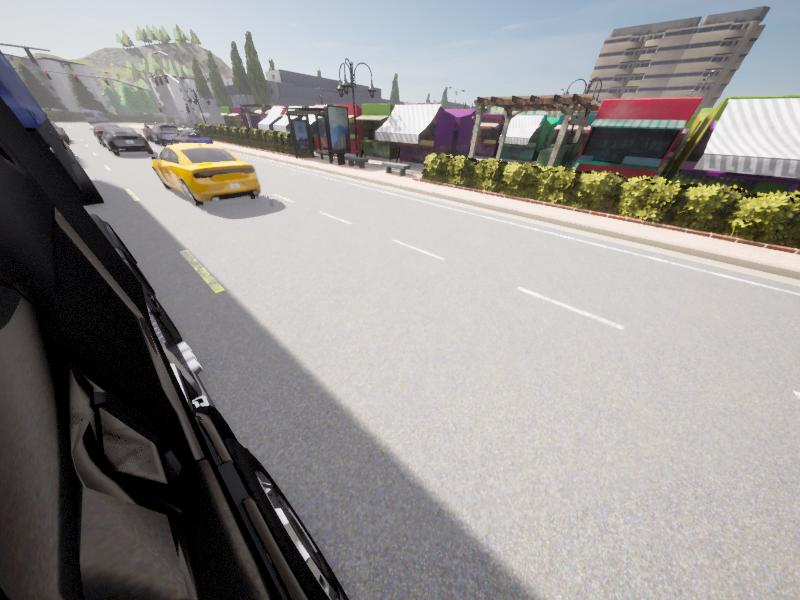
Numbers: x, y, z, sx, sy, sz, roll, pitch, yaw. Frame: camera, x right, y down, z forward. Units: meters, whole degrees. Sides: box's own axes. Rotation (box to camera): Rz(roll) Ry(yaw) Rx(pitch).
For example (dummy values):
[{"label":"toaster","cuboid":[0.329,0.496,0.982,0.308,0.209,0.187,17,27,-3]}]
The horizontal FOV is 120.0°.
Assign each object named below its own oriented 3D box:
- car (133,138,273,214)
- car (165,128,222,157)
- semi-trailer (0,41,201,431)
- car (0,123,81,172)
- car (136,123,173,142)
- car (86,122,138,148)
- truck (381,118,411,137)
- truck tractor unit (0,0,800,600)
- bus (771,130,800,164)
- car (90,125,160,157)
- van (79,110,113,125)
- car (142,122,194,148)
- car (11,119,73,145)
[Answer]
[{"label":"car","cuboid":[-6.787,-4.469,7.899,5.008,1.535,1.882,27,43,29]},{"label":"car","cuboid":[-15.343,-11.763,17.150,4.193,1.474,1.816,29,44,30]},{"label":"semi-trailer","cuboid":[-8.681,-3.619,4.240,14.254,4.402,2.717,28,44,30]},{"label":"car","cuboid":[-17.899,-7.663,11.425,5.366,1.575,1.801,29,44,30]},{"label":"car","cuboid":[-25.603,-17.496,24.110,3.633,1.501,1.845,31,45,33]},{"label":"car","cuboid":[-24.003,-13.769,19.227,5.008,1.535,1.882,29,44,30]},{"label":"truck","cuboid":[-1.091,-46.418,62.373,2.891,3.827,8.468,30,44,31]},{"label":"truck tractor unit","cuboid":[-2.645,-0.295,0.351,6.516,4.208,3.053,28,44,30]},{"label":"bus","cuboid":[64.289,-23.640,35.641,3.944,4.253,10.273,28,44,30]},{"label":"car","cuboid":[-18.828,-10.914,15.791,4.792,1.488,2.163,29,44,30]},{"label":"van","cuboid":[-70.319,-42.392,53.646,1.988,2.561,5.915,-14,40,-21]},{"label":"car","cuboid":[-21.115,-14.993,20.971,4.856,1.649,2.033,29,44,30]},{"label":"car","cuboid":[-29.403,-13.952,19.177,4.792,1.488,2.163,30,44,31]}]
